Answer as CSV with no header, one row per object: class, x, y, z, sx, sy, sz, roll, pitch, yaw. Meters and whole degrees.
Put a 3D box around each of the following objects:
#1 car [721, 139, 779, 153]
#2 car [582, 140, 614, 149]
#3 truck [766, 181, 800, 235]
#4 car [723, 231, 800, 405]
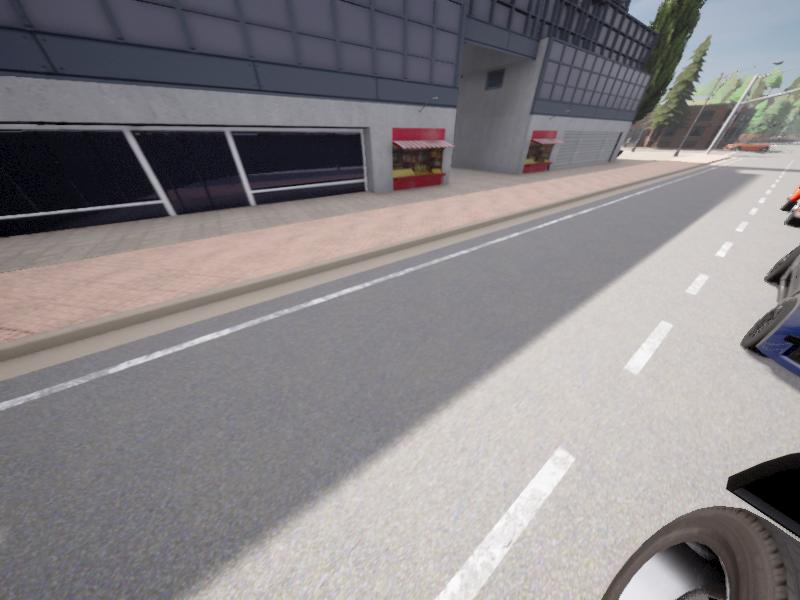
car,56.565,-25.091,37.520,4.553,1.767,2.097,18,39,24
car,43.855,-34.520,51.250,2.163,1.488,4.792,-27,43,-32
truck,13.542,-3.288,6.328,5.204,2.467,2.627,-22,41,-27
car,6.298,-0.071,2.519,4.611,1.667,2.242,-21,40,-28
